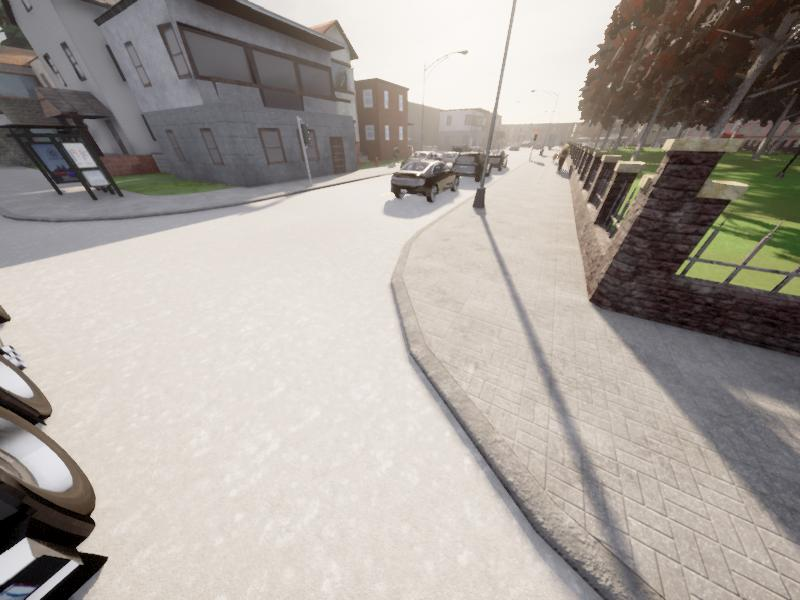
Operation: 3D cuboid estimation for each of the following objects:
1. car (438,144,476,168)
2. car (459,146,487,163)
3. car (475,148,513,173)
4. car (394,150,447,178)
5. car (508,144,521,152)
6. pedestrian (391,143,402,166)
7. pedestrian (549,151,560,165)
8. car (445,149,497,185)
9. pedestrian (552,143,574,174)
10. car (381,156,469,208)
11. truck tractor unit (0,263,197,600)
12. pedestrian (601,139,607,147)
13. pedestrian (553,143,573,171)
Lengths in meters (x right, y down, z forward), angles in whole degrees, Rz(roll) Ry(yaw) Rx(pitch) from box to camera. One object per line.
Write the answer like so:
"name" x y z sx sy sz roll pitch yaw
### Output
"car" 5.733 -14.476 23.091 1.932 1.855 4.605 20 40 27
"car" 9.033 -17.916 28.341 1.837 1.490 4.892 18 39 24
"car" 8.407 -12.480 20.527 2.128 1.511 4.902 16 38 22
"car" 1.731 -10.709 18.034 2.128 1.511 4.902 18 39 24
"car" 26.402 -34.933 53.068 1.812 1.442 4.674 18 39 24
"pedestrian" -0.352 -14.260 22.617 0.751 1.860 0.751 23 41 29
"pedestrian" 15.333 -14.060 22.879 0.500 1.100 0.500 11 36 15
"car" 4.917 -9.141 15.658 2.033 1.649 4.856 17 38 23
"pedestrian" 11.715 -10.161 16.644 0.751 1.860 0.751 19 39 25
"car" 1.377 -5.808 11.001 2.128 1.511 4.902 18 39 25
"truck tractor unit" -5.110 -0.302 0.782 6.516 4.208 3.053 18 39 24
"pedestrian" 62.635 -48.204 70.864 0.751 1.860 0.751 23 41 29
"pedestrian" 13.123 -11.554 18.633 0.751 1.860 0.751 18 39 24
